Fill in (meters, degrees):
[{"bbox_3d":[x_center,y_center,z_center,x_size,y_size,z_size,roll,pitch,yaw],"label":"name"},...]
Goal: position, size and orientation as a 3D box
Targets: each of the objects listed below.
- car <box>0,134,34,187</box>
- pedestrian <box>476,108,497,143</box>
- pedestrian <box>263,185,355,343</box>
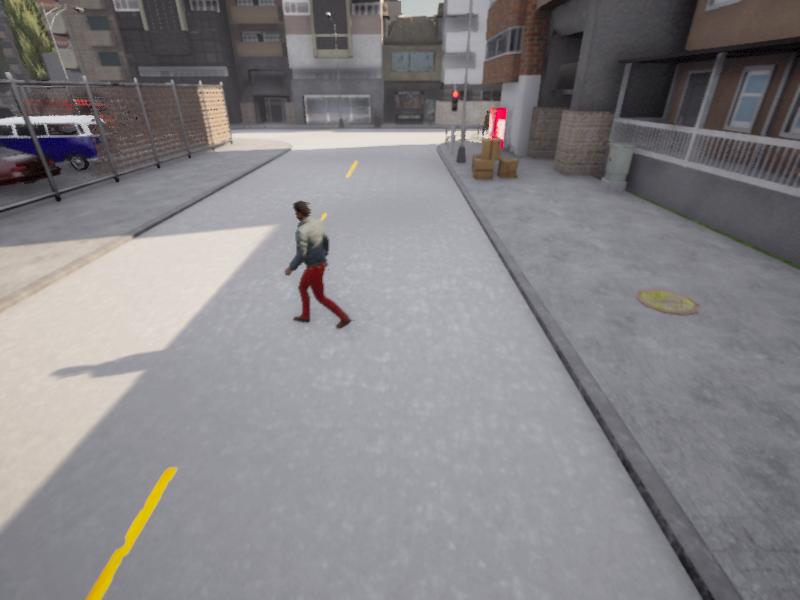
[{"bbox_3d":[-14.610,-4.352,12.978,1.789,1.547,3.705,0,28,0],"label":"car"},{"bbox_3d":[5.156,-10.458,23.974,0.751,1.860,0.751,24,36,38],"label":"pedestrian"},{"bbox_3d":[-1.117,-0.462,5.243,0.751,1.860,0.751,5,28,10],"label":"pedestrian"}]
